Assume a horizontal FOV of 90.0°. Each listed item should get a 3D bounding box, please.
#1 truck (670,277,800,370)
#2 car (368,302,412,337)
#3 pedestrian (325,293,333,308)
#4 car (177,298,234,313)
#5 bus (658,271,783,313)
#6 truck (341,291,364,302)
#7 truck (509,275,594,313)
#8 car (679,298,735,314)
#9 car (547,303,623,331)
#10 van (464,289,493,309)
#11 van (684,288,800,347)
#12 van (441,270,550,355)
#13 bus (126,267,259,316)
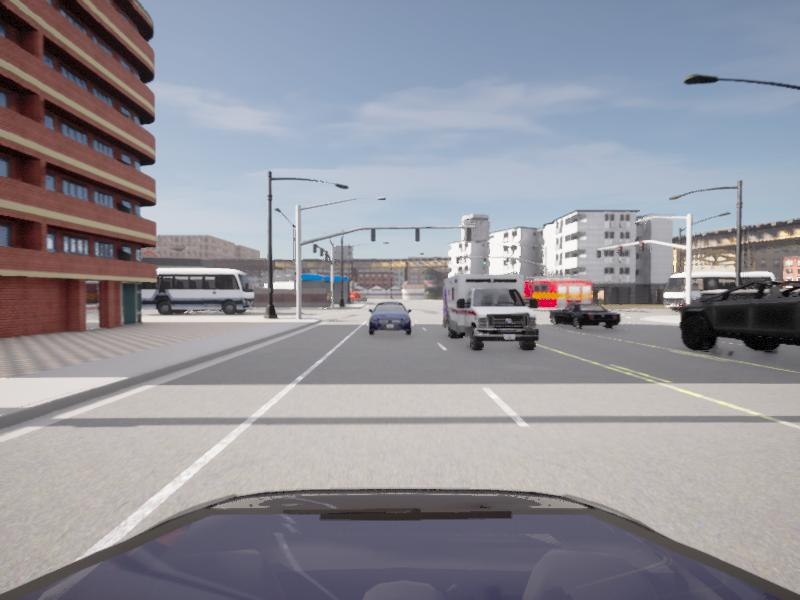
[{"bbox_3d":[10.198,0.528,10.153,2.390,2.098,6.274,0,0,-1],"label":"truck"},{"bbox_3d":[-0.457,0.816,18.816,1.812,1.442,4.674,0,0,-1],"label":"car"},{"bbox_3d":[-8.511,0.050,47.929,0.751,1.860,0.751,0,1,12],"label":"pedestrian"},{"bbox_3d":[-19.869,0.535,41.019,4.892,1.490,1.837,0,1,-3],"label":"car"},{"bbox_3d":[33.972,-0.859,42.746,10.273,4.253,3.944,0,1,-2],"label":"bus"},{"bbox_3d":[-10.609,-0.851,88.820,2.627,2.467,5.204,-1,1,-39],"label":"truck"},{"bbox_3d":[16.682,-0.683,44.224,8.468,3.827,2.891,1,1,25],"label":"truck"},{"bbox_3d":[30.094,0.595,39.266,4.193,1.474,1.816,0,1,-3],"label":"car"},{"bbox_3d":[10.072,0.878,22.250,1.895,1.301,4.718,0,0,-2],"label":"car"},{"bbox_3d":[10.107,-0.131,51.945,2.351,2.431,6.366,0,1,-1],"label":"van"},{"bbox_3d":[13.719,0.572,15.781,1.775,1.987,4.442,0,0,-2],"label":"van"},{"bbox_3d":[3.091,0.350,14.724,2.351,2.431,6.366,0,0,-1],"label":"van"},{"bbox_3d":[-18.955,-0.776,37.367,10.273,4.253,3.944,0,1,-4],"label":"bus"}]
